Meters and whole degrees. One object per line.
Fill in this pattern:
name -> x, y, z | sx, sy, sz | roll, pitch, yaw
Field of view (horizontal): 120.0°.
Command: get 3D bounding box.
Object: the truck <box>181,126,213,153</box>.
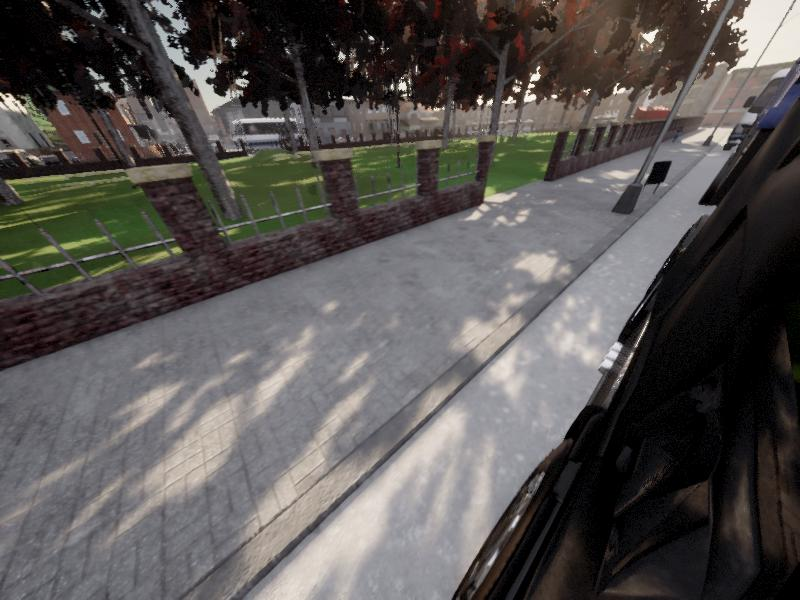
truck -> -39.723, -31.342, 45.166 | 2.891, 3.827, 8.468 | -28, 43, -30

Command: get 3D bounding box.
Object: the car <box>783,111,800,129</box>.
car -> 53.211, -23.596, 30.261 | 1.932, 1.855, 4.605 | 29, 44, 35

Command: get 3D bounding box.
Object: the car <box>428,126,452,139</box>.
car -> 9.066, -38.100, 52.518 | 5.566, 2.045, 2.150 | -30, 45, -32

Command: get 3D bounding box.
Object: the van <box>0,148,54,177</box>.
van -> -37.574, -13.072, 22.032 | 4.442, 1.987, 1.775 | -30, 44, -31

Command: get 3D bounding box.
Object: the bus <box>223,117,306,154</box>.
bus -> -21.247, -26.331, 36.875 | 10.273, 4.253, 3.944 | -21, 42, -24

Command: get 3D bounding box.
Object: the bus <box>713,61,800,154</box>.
bus -> 26.553, -13.063, 15.906 | 10.273, 4.253, 3.944 | -28, 43, -30

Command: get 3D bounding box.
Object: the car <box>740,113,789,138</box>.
car -> 37.159, -17.906, 23.687 | 3.866, 1.878, 1.905 | -28, 44, -30

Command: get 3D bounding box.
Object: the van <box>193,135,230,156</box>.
van -> -29.421, -24.157, 36.011 | 6.366, 2.431, 2.351 | 28, 47, 34

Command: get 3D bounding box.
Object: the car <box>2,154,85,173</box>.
car -> -38.884, -15.105, 25.426 | 4.718, 1.301, 1.895 | -26, 42, -28

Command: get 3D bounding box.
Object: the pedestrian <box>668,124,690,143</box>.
pedestrian -> 25.479, -15.222, 21.130 | 0.751, 1.300, 0.751 | -30, 44, -31

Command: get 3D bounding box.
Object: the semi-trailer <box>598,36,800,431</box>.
semi-trailer -> 8.716, -3.589, 4.217 | 14.254, 4.402, 2.717 | -28, 43, -30

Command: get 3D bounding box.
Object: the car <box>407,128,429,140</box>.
car -> 3.824, -35.365, 49.332 | 4.605, 1.855, 1.932 | -28, 44, -30

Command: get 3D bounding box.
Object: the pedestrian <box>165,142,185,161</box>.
pedestrian -> -26.790, -17.638, 27.518 | 0.751, 1.860, 0.751 | 12, 39, 19

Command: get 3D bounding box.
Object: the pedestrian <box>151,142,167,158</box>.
pedestrian -> -34.546, -21.608, 33.170 | 0.751, 1.860, 0.751 | -26, 43, -28

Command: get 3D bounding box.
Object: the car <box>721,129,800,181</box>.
car -> 16.519, -6.556, 10.221 | 5.357, 1.411, 2.033 | -28, 43, -30

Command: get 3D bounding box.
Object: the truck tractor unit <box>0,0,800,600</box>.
truck tractor unit -> 2.645, -0.295, 0.351 | 6.516, 4.208, 3.053 | -28, 44, -30

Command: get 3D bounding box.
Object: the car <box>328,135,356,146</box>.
car -> -10.976, -30.401, 44.004 | 4.674, 1.442, 1.812 | -28, 44, -30

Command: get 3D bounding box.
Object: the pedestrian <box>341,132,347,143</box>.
pedestrian -> -11.783, -34.178, 48.564 | 0.751, 1.860, 0.751 | -22, 41, -24

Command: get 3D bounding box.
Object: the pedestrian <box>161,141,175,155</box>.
pedestrian -> -38.929, -25.581, 38.793 | 0.751, 1.860, 0.751 | 25, 45, 32
